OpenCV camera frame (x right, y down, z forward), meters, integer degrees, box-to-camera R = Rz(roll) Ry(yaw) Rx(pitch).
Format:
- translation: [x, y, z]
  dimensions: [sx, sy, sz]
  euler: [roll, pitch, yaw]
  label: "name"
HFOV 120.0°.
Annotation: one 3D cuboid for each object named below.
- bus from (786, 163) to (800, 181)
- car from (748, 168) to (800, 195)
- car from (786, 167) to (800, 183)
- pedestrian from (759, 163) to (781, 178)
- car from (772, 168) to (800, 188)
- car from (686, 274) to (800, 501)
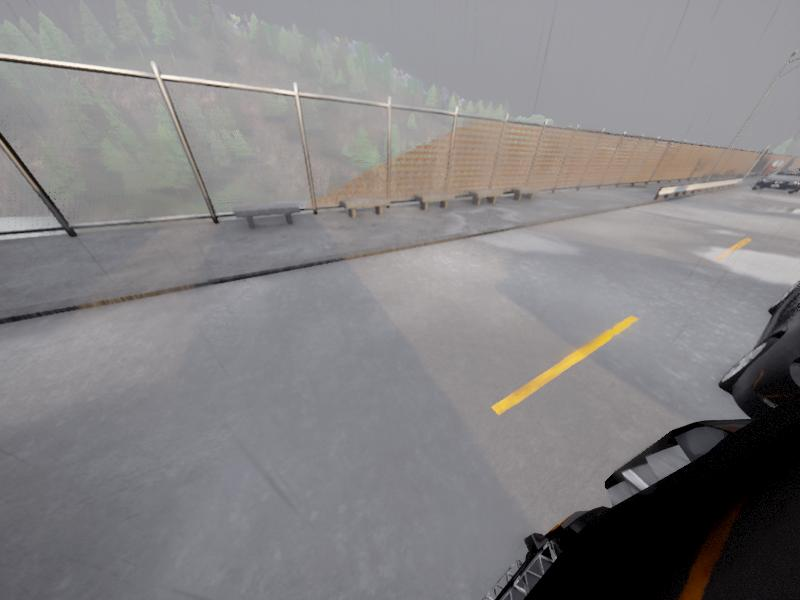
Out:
- translation: [61.892, -19.678, 33.416]
  dimensions: [10.273, 4.253, 3.944]
  euler: [-16, 38, -26]
  label: "bus"
- translation: [32.286, -10.033, 19.472]
  dimensions: [5.027, 1.651, 2.152]
  euler: [-16, 38, -26]
  label: "car"
- translation: [52.083, -15.829, 29.365]
  dimensions: [4.611, 1.667, 2.242]
  euler: [-16, 38, -26]
  label: "car"
- translation: [54.940, -19.310, 34.346]
  dimensions: [0.751, 1.860, 0.751]
  euler: [24, 40, 29]
  label: "pedestrian"
- translation: [42.104, -12.899, 24.382]
  dimensions: [4.856, 1.649, 2.033]
  euler: [-16, 38, -26]
  label: "car"
- translation: [5.402, 0.421, 2.198]
  dimensions: [5.008, 1.535, 1.882]
  euler: [-16, 38, -26]
  label: "car"
